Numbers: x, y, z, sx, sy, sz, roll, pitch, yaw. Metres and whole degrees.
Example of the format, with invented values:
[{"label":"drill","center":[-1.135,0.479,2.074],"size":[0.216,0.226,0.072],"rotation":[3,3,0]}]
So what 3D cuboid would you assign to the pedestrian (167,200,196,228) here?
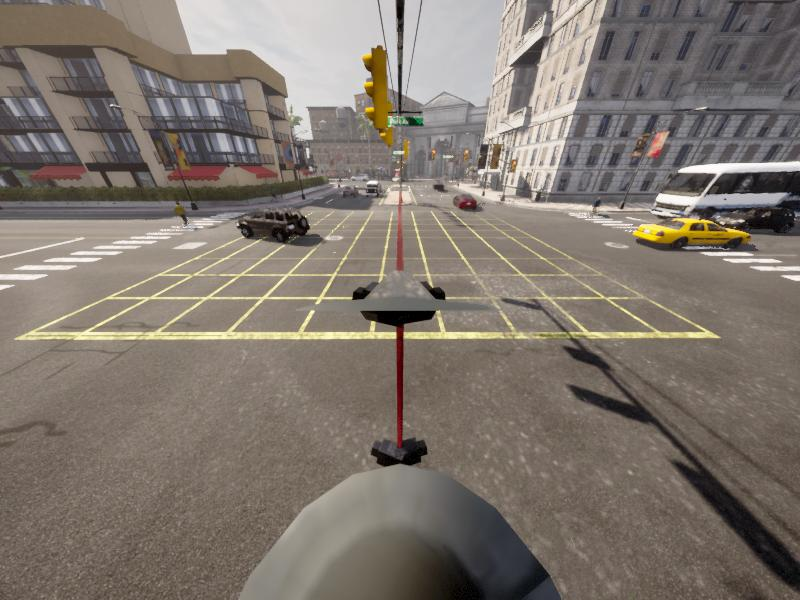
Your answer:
[{"label":"pedestrian","center":[-16.258,-6.423,17.221],"size":[0.751,1.860,0.751],"rotation":[-7,31,-12]}]

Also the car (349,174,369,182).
[{"label":"car","center":[-12.197,-36.767,69.630],"size":[5.566,2.045,2.150],"rotation":[-1,30,0]}]

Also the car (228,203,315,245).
[{"label":"car","center":[-8.079,-4.936,14.674],"size":[4.605,1.855,1.932],"rotation":[11,32,19]}]

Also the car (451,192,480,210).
[{"label":"car","center":[7.285,-11.246,26.115],"size":[1.994,1.385,4.181],"rotation":[0,30,0]}]

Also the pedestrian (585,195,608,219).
[{"label":"pedestrian","center":[17.072,-8.094,20.115],"size":[0.751,1.860,0.751],"rotation":[4,30,7]}]

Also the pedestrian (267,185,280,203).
[{"label":"pedestrian","center":[-15.581,-13.077,28.443],"size":[0.751,1.860,0.751],"rotation":[15,33,24]}]

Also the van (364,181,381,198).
[{"label":"van","center":[-4.179,-17.084,35.556],"size":[2.069,2.038,4.480],"rotation":[0,30,0]}]

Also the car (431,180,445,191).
[{"label":"car","center":[7.344,-22.213,44.839],"size":[1.930,1.638,5.238],"rotation":[0,30,0]}]

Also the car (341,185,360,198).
[{"label":"car","center":[-7.682,-17.137,36.245],"size":[1.812,1.442,4.674],"rotation":[0,30,0]}]

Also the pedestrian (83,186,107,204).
[{"label":"pedestrian","center":[-35.573,-12.234,26.982],"size":[0.751,1.860,0.751],"rotation":[-1,30,-2]}]

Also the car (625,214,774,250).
[{"label":"car","center":[16.808,-3.947,13.259],"size":[5.366,1.575,1.801],"rotation":[1,30,1]}]

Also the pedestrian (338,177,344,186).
[{"label":"pedestrian","center":[-13.330,-26.764,52.148],"size":[0.751,1.860,0.751],"rotation":[3,30,6]}]

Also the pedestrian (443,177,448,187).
[{"label":"pedestrian","center":[10.430,-27.084,53.007],"size":[0.751,1.860,0.751],"rotation":[-2,30,-3]}]

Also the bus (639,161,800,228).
[{"label":"bus","center":[27.128,-8.519,18.492],"size":[10.273,4.253,3.944],"rotation":[-1,30,1]}]

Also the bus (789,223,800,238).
[{"label":"bus","center":[31.134,-5.136,12.654],"size":[10.273,4.253,3.944],"rotation":[0,30,0]}]

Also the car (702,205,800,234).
[{"label":"car","center":[24.803,-5.674,16.228],"size":[3.988,1.617,1.851],"rotation":[0,30,0]}]

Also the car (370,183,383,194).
[{"label":"car","center":[-4.167,-20.061,41.308],"size":[1.812,1.442,4.674],"rotation":[0,30,0]}]
